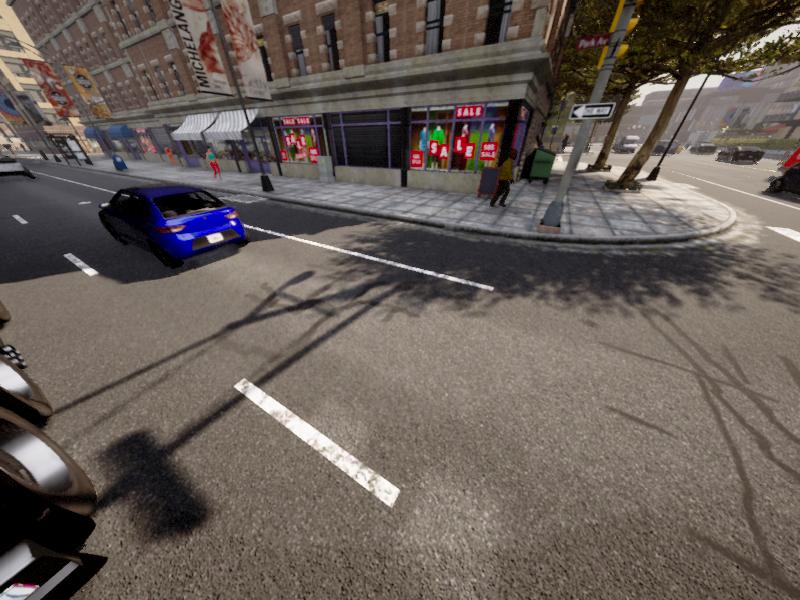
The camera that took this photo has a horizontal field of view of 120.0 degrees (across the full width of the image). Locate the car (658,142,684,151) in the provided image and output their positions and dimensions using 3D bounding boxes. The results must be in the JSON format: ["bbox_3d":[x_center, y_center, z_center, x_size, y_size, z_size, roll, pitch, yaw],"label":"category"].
[{"bbox_3d":[58.355,-33.191,49.904,2.128,1.511,4.902,18,39,24],"label":"car"}]

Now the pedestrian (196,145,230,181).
[{"bbox_3d":[-11.538,-8.455,14.296,0.751,1.860,0.751,16,38,22],"label":"pedestrian"}]

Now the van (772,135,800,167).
[{"bbox_3d":[38.028,-13.201,20.514,2.351,2.431,6.366,18,39,24],"label":"van"}]

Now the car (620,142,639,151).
[{"bbox_3d":[52.155,-35.065,52.576,1.851,1.617,3.988,18,39,24],"label":"car"}]

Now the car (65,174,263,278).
[{"bbox_3d":[-5.819,-2.107,5.780,4.193,1.474,1.816,18,39,24],"label":"car"}]

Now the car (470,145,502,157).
[{"bbox_3d":[13.400,-23.291,36.039,4.193,1.474,1.816,18,39,24],"label":"car"}]

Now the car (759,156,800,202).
[{"bbox_3d":[18.260,-5.027,9.703,1.789,1.549,3.705,18,39,24],"label":"car"}]

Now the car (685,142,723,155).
[{"bbox_3d":[50.434,-25.306,38.481,1.930,1.638,5.238,18,39,24],"label":"car"}]

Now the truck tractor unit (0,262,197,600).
[{"bbox_3d":[-5.106,-0.307,0.782,6.516,4.208,3.053,19,39,24],"label":"truck tractor unit"}]

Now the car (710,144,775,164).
[{"bbox_3d":[37.281,-16.130,25.414,1.930,1.638,5.238,18,39,24],"label":"car"}]

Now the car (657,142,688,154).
[{"bbox_3d":[48.056,-26.920,40.882,1.801,1.575,5.366,18,39,24],"label":"car"}]

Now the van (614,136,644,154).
[{"bbox_3d":[40.128,-27.308,40.658,1.988,2.561,5.915,18,39,24],"label":"van"}]

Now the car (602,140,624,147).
[{"bbox_3d":[67.908,-49.980,73.755,4.856,1.649,2.033,18,39,25],"label":"car"}]

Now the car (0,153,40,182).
[{"bbox_3d":[-28.922,-9.656,16.765,4.514,1.525,2.007,18,39,25],"label":"car"}]

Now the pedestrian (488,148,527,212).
[{"bbox_3d":[3.628,-4.129,7.959,0.751,1.860,0.751,10,36,14],"label":"pedestrian"}]

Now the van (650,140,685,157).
[{"bbox_3d":[39.550,-22.565,34.334,1.775,1.987,4.442,18,39,24],"label":"van"}]

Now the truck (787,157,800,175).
[{"bbox_3d":[29.271,-8.955,13.268,2.891,3.827,8.468,18,39,24],"label":"truck"}]

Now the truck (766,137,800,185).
[{"bbox_3d":[24.285,-7.422,12.301,2.627,2.467,5.204,18,38,24],"label":"truck"}]

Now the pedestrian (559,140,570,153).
[{"bbox_3d":[28.334,-26.514,39.896,0.751,1.860,0.751,-18,39,-24],"label":"pedestrian"}]
